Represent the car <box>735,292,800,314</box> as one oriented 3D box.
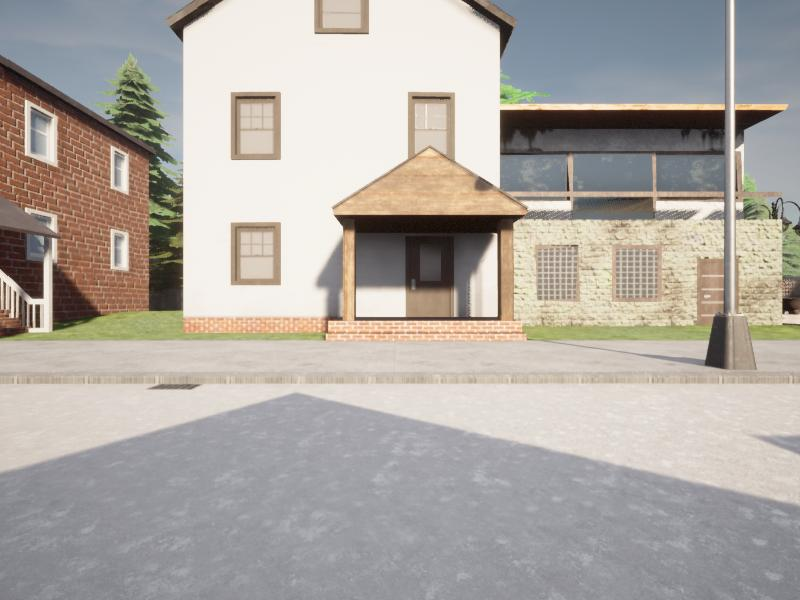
[{"bbox_3d":[26.980,0.215,29.319,1.789,1.549,3.705,0,0,0],"label":"car"}]
